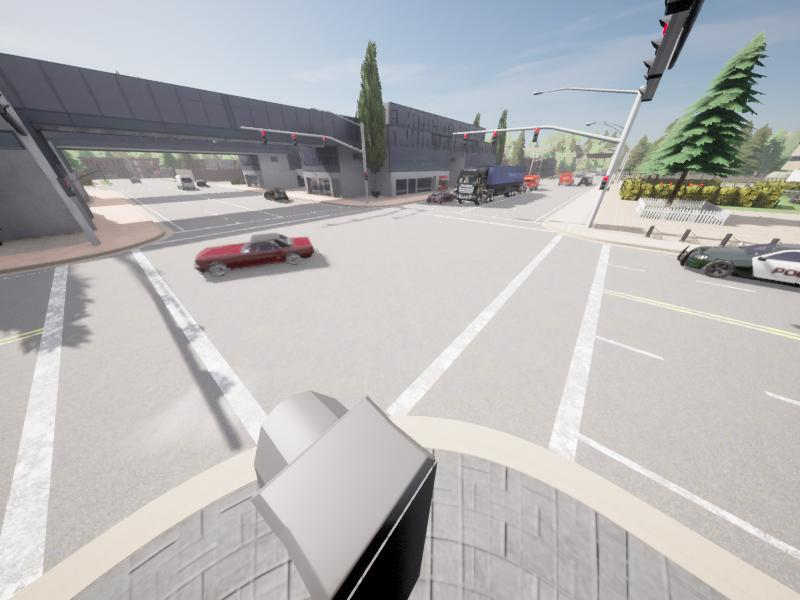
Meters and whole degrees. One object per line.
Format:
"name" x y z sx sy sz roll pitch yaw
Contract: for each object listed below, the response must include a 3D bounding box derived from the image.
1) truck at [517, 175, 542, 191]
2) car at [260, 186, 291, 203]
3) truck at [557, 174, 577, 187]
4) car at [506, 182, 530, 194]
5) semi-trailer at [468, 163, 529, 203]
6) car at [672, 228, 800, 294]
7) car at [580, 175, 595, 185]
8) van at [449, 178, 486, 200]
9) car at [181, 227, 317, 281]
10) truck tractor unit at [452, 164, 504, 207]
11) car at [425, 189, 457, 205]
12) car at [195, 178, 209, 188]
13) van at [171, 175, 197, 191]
"truck" 25.332 -22.807 45.039 2.627 2.467 5.204 23 37 34
"car" -16.781 -14.226 31.039 3.988 1.617 1.851 23 37 34
"truck" 40.126 -28.889 55.574 2.627 2.467 5.204 23 37 34
"car" 20.647 -19.675 40.425 2.242 1.667 4.611 23 37 34
"semi-trailer" 14.688 -17.315 33.577 2.717 4.402 14.254 23 37 34
"car" 14.717 -1.456 8.997 4.974 1.542 2.038 23 37 34
"car" 47.949 -30.647 59.042 2.150 2.045 5.566 23 37 34
"van" 10.010 -16.388 33.962 2.351 2.431 6.366 23 37 34
"car" -6.496 -2.252 10.611 4.718 1.301 1.895 -14 33 -22
"truck tractor unit" 9.605 -14.194 28.377 3.053 4.208 6.516 23 37 34
"car" 5.162 -13.035 29.215 1.994 1.385 4.181 23 37 34
"car" -45.231 -26.726 52.655 1.930 1.638 5.238 -22 37 -32
"van" -43.093 -23.471 46.120 5.915 2.561 1.988 23 37 34
